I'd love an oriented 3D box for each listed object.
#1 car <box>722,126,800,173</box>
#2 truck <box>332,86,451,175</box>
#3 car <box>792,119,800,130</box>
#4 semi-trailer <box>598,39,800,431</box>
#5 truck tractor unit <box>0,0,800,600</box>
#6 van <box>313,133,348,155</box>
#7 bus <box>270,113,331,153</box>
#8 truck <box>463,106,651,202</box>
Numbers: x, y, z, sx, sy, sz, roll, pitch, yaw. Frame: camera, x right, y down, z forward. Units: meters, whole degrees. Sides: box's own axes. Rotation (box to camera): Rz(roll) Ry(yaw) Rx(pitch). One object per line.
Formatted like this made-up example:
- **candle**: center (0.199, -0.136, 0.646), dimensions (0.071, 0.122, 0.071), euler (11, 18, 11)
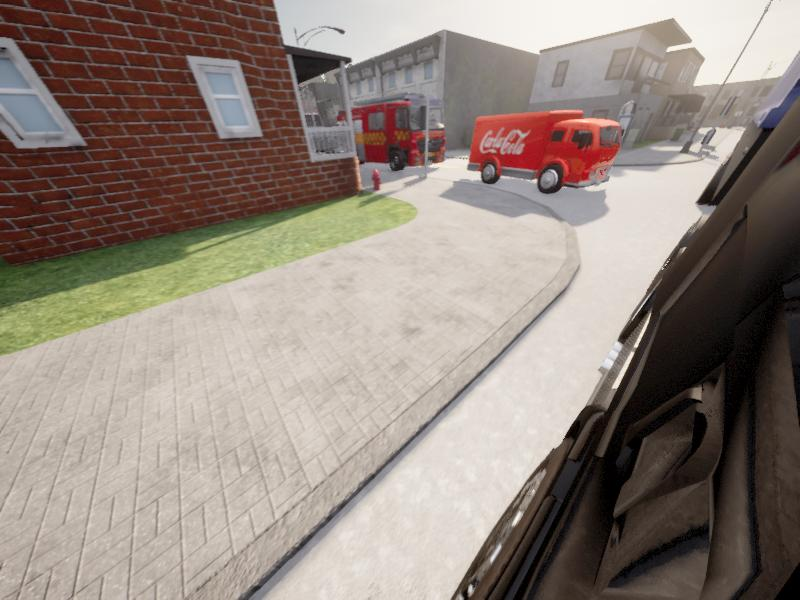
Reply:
- **car**: center (18.028, -7.449, 11.251), dimensions (4.514, 1.525, 2.007), euler (-27, 43, -29)
- **truck**: center (-0.955, -11.239, 15.654), dimensions (2.891, 3.827, 8.468), euler (-28, 43, -30)
- **car**: center (52.793, -22.819, 29.674), dimensions (3.633, 1.501, 1.845), euler (-28, 43, -30)
- **semi-trailer**: center (8.691, -3.600, 4.248), dimensions (14.254, 4.402, 2.717), euler (-28, 43, -30)
- **truck tractor unit**: center (2.645, -0.295, 0.351), dimensions (6.516, 4.208, 3.053), euler (-28, 44, -30)
- **van**: center (-8.740, -19.541, 28.829), dimensions (2.069, 2.038, 4.480), euler (-28, 44, -30)
- **bus**: center (-14.736, -24.357, 33.845), dimensions (3.944, 4.253, 10.273), euler (-28, 43, -30)
- **truck**: center (5.509, -6.017, 9.337), dimensions (2.627, 2.467, 5.204), euler (-21, 41, -23)
